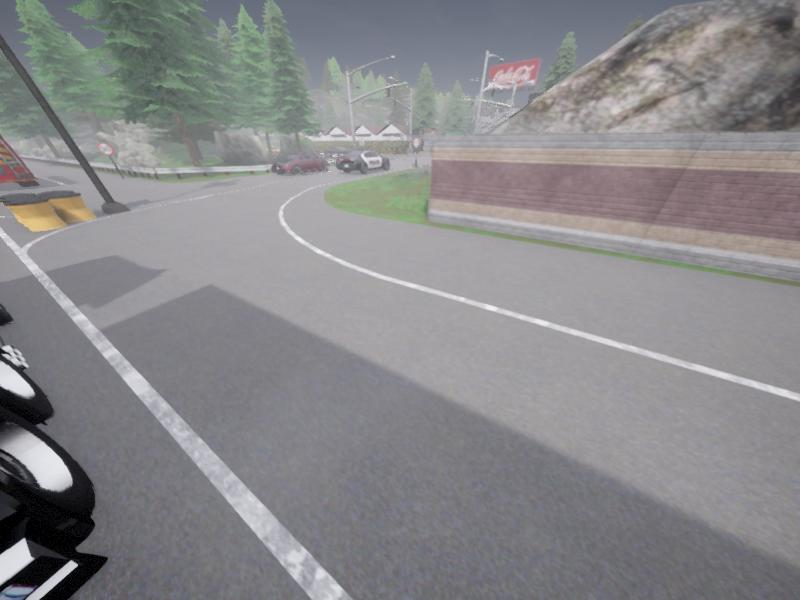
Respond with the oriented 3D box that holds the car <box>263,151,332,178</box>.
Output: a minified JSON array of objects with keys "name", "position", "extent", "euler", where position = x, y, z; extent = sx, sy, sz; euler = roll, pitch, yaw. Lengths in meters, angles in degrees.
[{"name":"car","position":[-7.390,-10.151,17.164],"extent":[1.994,1.385,4.181],"euler":[18,39,24]}]

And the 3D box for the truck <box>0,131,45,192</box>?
[{"name":"truck","position":[-26.249,-9.150,14.114],"extent":[8.468,3.827,2.891],"euler":[21,40,27]}]

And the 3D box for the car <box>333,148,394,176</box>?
[{"name":"car","position":[-2.620,-10.960,18.135],"extent":[2.038,1.542,4.974],"euler":[18,39,24]}]

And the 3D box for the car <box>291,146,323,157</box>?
[{"name":"car","position":[-15.540,-24.882,38.638],"extent":[5.008,1.535,1.882],"euler":[18,39,25]}]

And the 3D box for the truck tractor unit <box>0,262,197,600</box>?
[{"name":"truck tractor unit","position":[-5.113,-0.297,0.789],"extent":[6.516,4.208,3.053],"euler":[18,39,24]}]

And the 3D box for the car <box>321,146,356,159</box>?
[{"name":"car","position":[-9.510,-22.865,35.721],"extent":[4.792,1.488,2.163],"euler":[18,39,25]}]
